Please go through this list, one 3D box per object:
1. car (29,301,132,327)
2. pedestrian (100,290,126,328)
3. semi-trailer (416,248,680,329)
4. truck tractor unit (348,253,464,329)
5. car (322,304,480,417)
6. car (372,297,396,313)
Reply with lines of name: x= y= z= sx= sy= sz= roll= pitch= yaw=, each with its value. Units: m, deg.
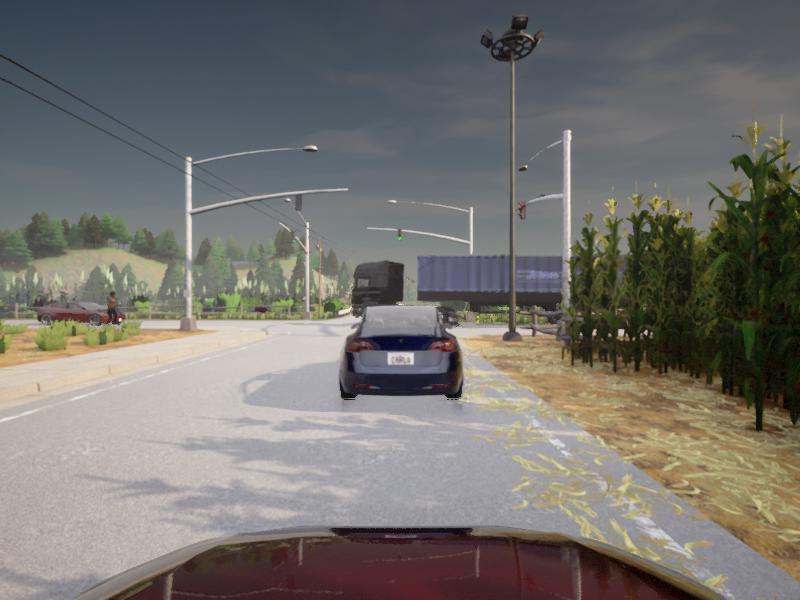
car: x=-19.729 y=0.826 z=24.863 sx=4.792 sy=1.488 sz=2.163 roll=0 pitch=0 yaw=3
pedestrian: x=-14.376 y=0.458 z=20.046 sx=0.751 sy=1.860 sz=0.751 roll=0 pitch=0 yaw=16
semi-trailer: x=8.129 y=-0.612 z=23.523 sx=14.254 sy=4.402 sz=2.717 roll=0 pitch=0 yaw=5
truck tractor unit: x=0.380 y=-0.514 z=24.753 sx=6.516 sy=4.208 sz=3.053 roll=0 pitch=0 yaw=22
car: x=0.032 y=0.855 z=7.882 sx=2.163 sy=1.488 sz=4.792 roll=0 pitch=0 yaw=0
car: x=-1.609 y=0.495 z=42.240 sx=1.812 sy=1.442 sz=4.674 roll=0 pitch=3 yaw=6
